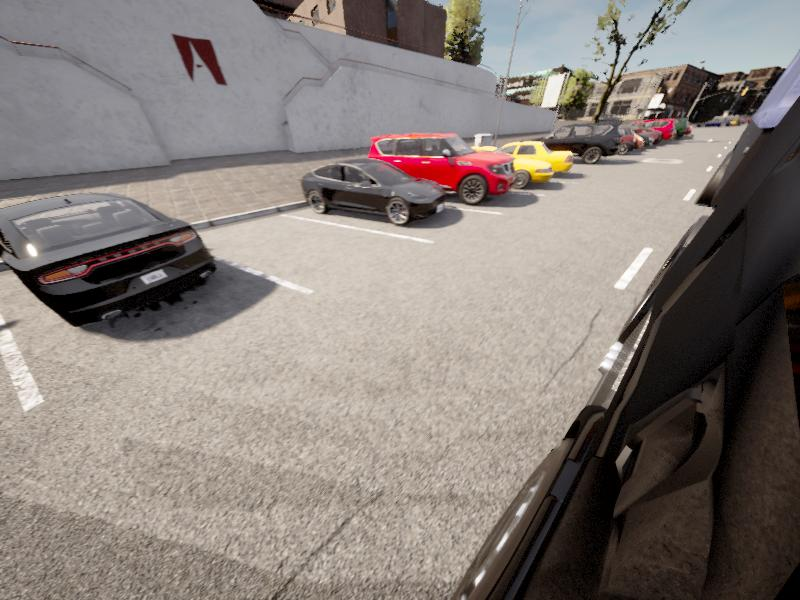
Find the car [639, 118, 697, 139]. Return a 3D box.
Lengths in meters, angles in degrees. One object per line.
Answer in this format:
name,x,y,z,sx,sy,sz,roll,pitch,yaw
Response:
car,35.849,-23.046,31.143,4.442,1.987,1.878,17,40,26

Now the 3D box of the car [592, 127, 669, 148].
car,21.898,-15.667,22.296,4.792,1.488,2.163,17,41,25

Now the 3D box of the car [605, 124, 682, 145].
car,26.355,-18.144,25.372,5.366,1.575,1.946,17,40,25

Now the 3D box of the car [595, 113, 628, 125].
car,45.282,-38.891,49.647,1.932,1.855,4.605,-26,48,-31

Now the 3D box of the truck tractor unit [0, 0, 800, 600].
truck tractor unit,2.645,-0.295,0.351,6.516,4.208,3.053,-28,44,-30

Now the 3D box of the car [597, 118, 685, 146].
car,24.183,-17.099,23.646,5.566,2.045,2.435,17,40,25

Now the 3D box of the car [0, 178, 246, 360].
car,-5.591,-1.091,4.196,5.008,1.535,2.097,17,41,25

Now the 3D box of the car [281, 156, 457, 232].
car,-0.980,-3.514,7.209,4.792,1.488,2.163,17,40,25

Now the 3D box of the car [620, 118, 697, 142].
car,31.088,-20.708,28.180,5.566,2.045,2.435,17,41,25

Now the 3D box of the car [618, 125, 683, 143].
car,28.821,-19.261,26.827,4.674,1.452,2.002,17,41,25

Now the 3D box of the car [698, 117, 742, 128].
car,71.091,-39.453,51.464,5.366,1.575,1.946,21,42,29

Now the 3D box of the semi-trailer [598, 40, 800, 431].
semi-trailer,8.687,-3.602,4.255,14.254,4.402,2.717,-28,44,-30

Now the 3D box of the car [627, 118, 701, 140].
car,33.454,-21.896,29.668,5.566,2.045,2.435,17,40,25

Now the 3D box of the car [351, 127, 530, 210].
car,1.301,-4.964,8.547,5.566,2.045,2.435,17,40,25

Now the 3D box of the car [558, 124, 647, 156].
car,15.064,-12.154,17.645,4.553,1.767,2.185,17,41,25

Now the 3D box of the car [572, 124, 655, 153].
car,17.306,-13.384,19.188,4.553,1.767,2.185,17,40,25

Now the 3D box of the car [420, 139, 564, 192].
car,3.741,-5.942,10.125,5.366,1.575,1.946,17,40,25

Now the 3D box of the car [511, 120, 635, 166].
car,10.417,-9.845,14.577,5.566,2.045,2.435,17,41,25

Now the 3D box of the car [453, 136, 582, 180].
car,5.708,-7.254,11.782,5.366,1.575,1.946,17,41,25

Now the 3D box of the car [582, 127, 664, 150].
car,19.628,-14.482,20.764,4.892,1.521,2.231,17,40,25
